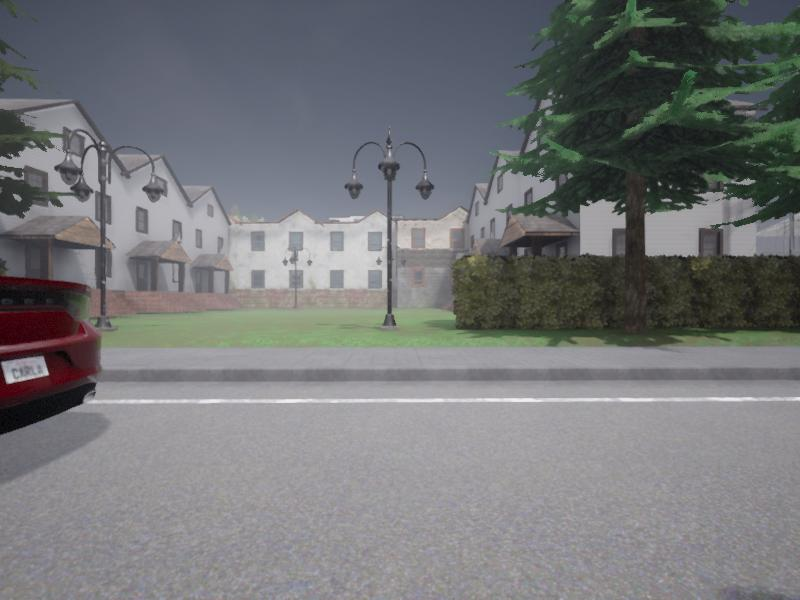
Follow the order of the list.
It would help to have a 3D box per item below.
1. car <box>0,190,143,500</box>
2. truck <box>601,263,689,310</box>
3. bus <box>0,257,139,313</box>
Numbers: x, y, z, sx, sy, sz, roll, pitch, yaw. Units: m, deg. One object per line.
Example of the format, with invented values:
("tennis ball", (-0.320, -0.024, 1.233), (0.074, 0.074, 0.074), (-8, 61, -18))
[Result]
("car", (-4.488, 0.225, 2.134), (5.008, 1.535, 1.882), (0, 0, -1))
("truck", (22.247, -1.122, 37.138), (2.891, 3.827, 8.468), (0, 0, -1))
("bus", (-28.417, -1.136, 35.375), (3.944, 4.253, 10.273), (0, 0, 0))
